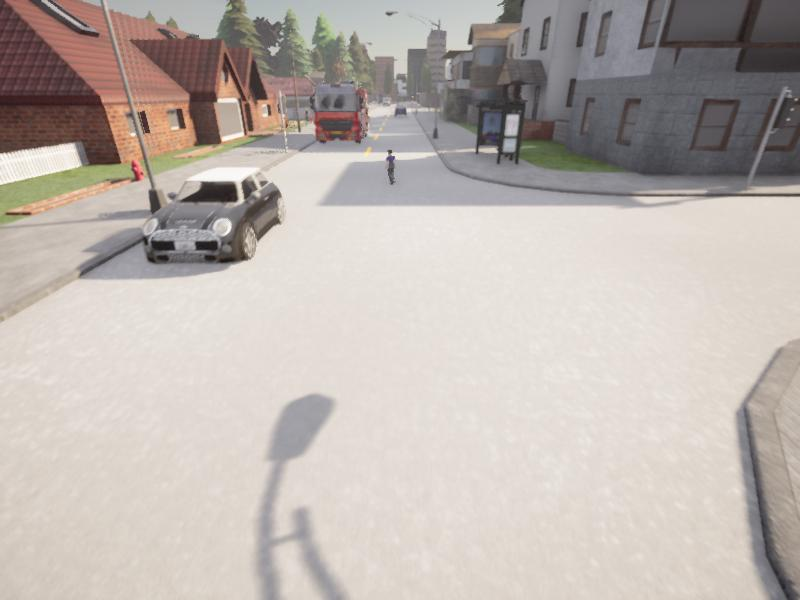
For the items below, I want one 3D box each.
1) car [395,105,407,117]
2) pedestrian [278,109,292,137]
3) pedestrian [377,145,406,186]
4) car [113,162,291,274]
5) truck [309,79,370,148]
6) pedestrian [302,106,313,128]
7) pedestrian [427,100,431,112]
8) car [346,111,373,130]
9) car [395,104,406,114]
[{"bbox_3d":[0.121,-30.048,63.506,1.882,1.535,5.008,0,27,0],"label":"car"},{"bbox_3d":[-8.832,-13.624,30.780,0.751,1.860,0.751,-8,28,-15],"label":"pedestrian"},{"bbox_3d":[-0.298,-4.989,14.834,0.751,1.300,0.751,-24,36,-38],"label":"pedestrian"},{"bbox_3d":[-3.976,-2.030,8.949,1.970,1.475,3.806,0,27,0],"label":"car"},{"bbox_3d":[-3.949,-13.318,28.317,2.891,3.827,8.468,0,27,0],"label":"truck"},{"bbox_3d":[-9.008,-17.806,38.904,0.751,1.860,0.751,0,27,-1],"label":"pedestrian"},{"bbox_3d":[5.358,-35.660,73.586,0.751,1.860,0.751,0,27,0],"label":"pedestrian"},{"bbox_3d":[-3.924,-17.726,39.409,2.128,1.511,4.902,0,27,0],"label":"car"},{"bbox_3d":[0.141,-35.518,74.501,2.007,1.525,4.514,0,27,0],"label":"car"}]
